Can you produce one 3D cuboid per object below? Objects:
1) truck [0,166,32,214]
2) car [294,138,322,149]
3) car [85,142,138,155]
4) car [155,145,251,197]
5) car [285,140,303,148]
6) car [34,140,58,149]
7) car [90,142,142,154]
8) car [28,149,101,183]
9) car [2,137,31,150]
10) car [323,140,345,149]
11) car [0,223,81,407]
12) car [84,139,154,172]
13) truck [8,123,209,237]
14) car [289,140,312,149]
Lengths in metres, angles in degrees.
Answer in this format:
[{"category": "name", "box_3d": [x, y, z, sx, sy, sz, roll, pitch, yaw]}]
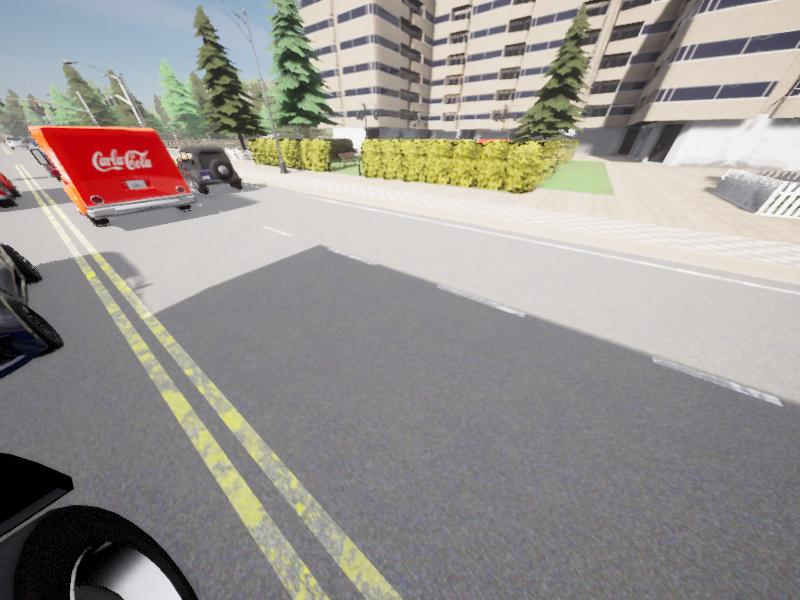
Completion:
[{"category": "truck", "box_3d": [-16.479, -4.570, 8.158, 5.204, 2.467, 2.627, 22, 41, 28]}, {"category": "car", "box_3d": [-21.583, -36.879, 54.375, 2.150, 2.045, 5.566, 22, 41, 28]}, {"category": "car", "box_3d": [-42.979, -22.679, 34.566, 2.007, 1.525, 4.514, 22, 41, 28]}, {"category": "car", "box_3d": [-9.717, -6.511, 11.455, 3.866, 1.878, 1.905, 22, 41, 28]}, {"category": "car", "box_3d": [-26.782, -39.455, 58.407, 1.845, 1.501, 3.633, 22, 41, 28]}, {"category": "car", "box_3d": [-74.051, -32.506, 48.314, 4.514, 1.525, 2.007, 22, 41, 28]}, {"category": "car", "box_3d": [-45.225, -24.358, 36.919, 2.163, 1.488, 4.792, 22, 41, 28]}, {"category": "car", "box_3d": [-21.130, -8.542, 14.578, 3.633, 1.501, 1.845, 22, 41, 28]}, {"category": "car", "box_3d": [-75.256, -30.775, 45.339, 5.566, 2.045, 2.150, 22, 41, 28]}, {"category": "car", "box_3d": [-15.927, -37.832, 56.107, 2.033, 1.649, 4.856, 22, 41, 28]}, {"category": "car", "box_3d": [-6.268, -0.090, 2.553, 4.611, 1.667, 2.242, 22, 41, 28]}, {"category": "car", "box_3d": [-23.261, -12.082, 19.139, 5.566, 2.045, 2.150, 22, 41, 28]}, {"category": "truck", "box_3d": [-9.552, -4.215, 7.694, 5.204, 2.467, 2.627, 22, 41, 28]}, {"category": "car", "box_3d": [-24.224, -38.024, 56.419, 2.242, 1.667, 4.611, 22, 41, 28]}]
